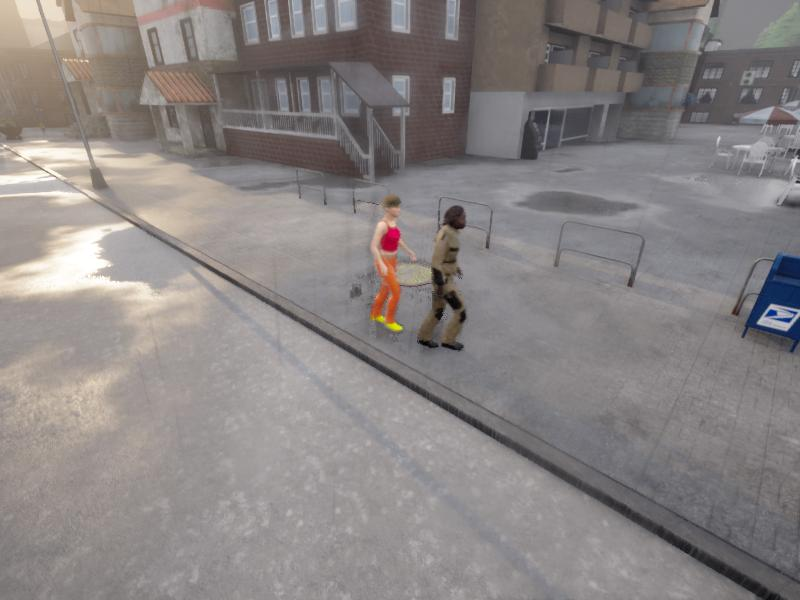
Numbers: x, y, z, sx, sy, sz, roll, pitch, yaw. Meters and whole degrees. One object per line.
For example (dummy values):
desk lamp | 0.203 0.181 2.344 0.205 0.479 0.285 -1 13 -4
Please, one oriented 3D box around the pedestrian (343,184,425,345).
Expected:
pedestrian | -0.168 -0.464 5.207 0.751 1.860 0.751 10 29 19

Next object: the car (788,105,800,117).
car | 59.500 -27.199 57.530 4.974 1.542 2.038 23 35 37

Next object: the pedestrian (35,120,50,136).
pedestrian | -28.741 -13.814 32.161 0.500 1.100 0.500 -17 32 -29

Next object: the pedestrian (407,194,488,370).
pedestrian | 0.541 -0.205 4.700 0.751 1.860 0.751 7 28 13
